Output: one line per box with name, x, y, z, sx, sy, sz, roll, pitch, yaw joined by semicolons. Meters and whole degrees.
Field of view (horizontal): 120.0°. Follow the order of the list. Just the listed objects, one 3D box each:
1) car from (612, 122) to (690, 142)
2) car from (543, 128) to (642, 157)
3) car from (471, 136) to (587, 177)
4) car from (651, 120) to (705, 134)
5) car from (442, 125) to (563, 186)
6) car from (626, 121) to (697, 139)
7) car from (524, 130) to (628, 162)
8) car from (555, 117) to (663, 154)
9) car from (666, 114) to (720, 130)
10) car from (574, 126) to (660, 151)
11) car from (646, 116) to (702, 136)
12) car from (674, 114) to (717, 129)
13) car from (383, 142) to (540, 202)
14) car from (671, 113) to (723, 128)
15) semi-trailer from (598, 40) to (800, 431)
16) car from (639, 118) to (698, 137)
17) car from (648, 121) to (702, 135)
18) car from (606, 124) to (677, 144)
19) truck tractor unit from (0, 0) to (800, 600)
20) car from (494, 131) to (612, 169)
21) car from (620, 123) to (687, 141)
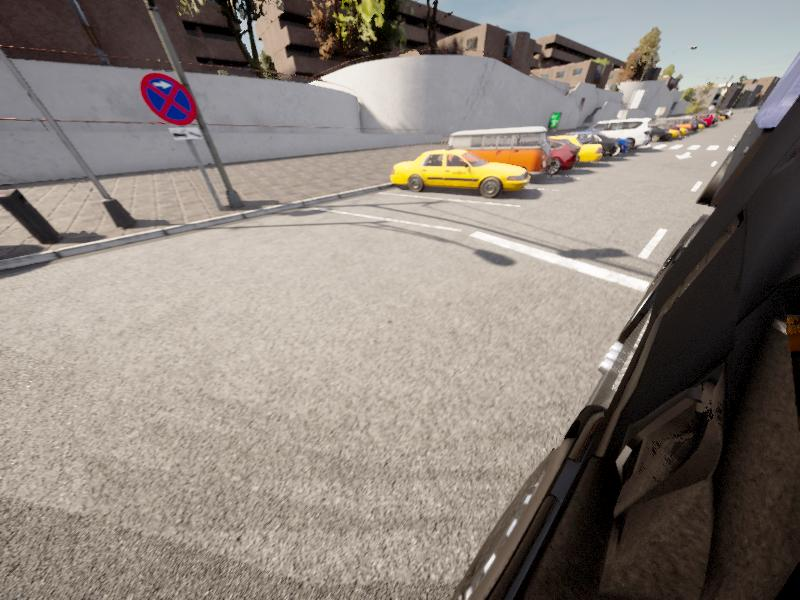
car;27.283;-18.466;25.450;5.366;1.575;1.946;17;40;25
car;13.427;-11.260;16.590;5.008;1.535;2.097;17;40;25
car;6.557;-7.588;12.158;4.792;1.488;2.163;17;41;25
car;43.082;-26.944;36.012;4.792;1.488;2.163;17;41;25
car;4.393;-6.540;10.465;4.442;1.987;1.878;17;40;25
car;31.851;-20.870;28.443;5.366;1.575;1.946;17;40;25
car;11.151;-10.037;15.096;4.892;1.521;2.231;17;41;25
car;15.672;-12.679;17.933;5.566;2.045;2.435;17;41;25
car;54.487;-33.310;43.239;5.566;2.045;2.435;17;41;25
car;17.990;-13.687;19.571;4.892;1.521;2.231;17;40;25
car;38.639;-24.689;32.831;4.442;1.987;1.878;17;40;25
car;56.902;-34.494;44.669;4.442;1.987;1.878;17;41;25
car;2.180;-5.125;9.084;5.366;1.575;1.946;17;40;25
car;59.106;-35.775;46.162;5.566;2.045;2.435;17;41;25
semi-trailer;8.694;-3.607;4.235;14.254;4.402;2.717;-28;44;-30
car;36.276;-23.417;31.425;4.553;1.767;2.185;17;41;25
car;40.828;-25.713;34.516;4.674;1.452;2.002;17;41;25
car;24.843;-17.272;24.056;4.674;1.452;2.002;17;41;25
truck tractor unit;2.645;-0.295;0.351;6.516;4.208;3.053;-28;44;-30
car;8.703;-8.874;13.690;5.366;1.575;1.946;17;41;25
car;29.380;-19.696;27.054;4.792;1.488;2.163;17;41;25
